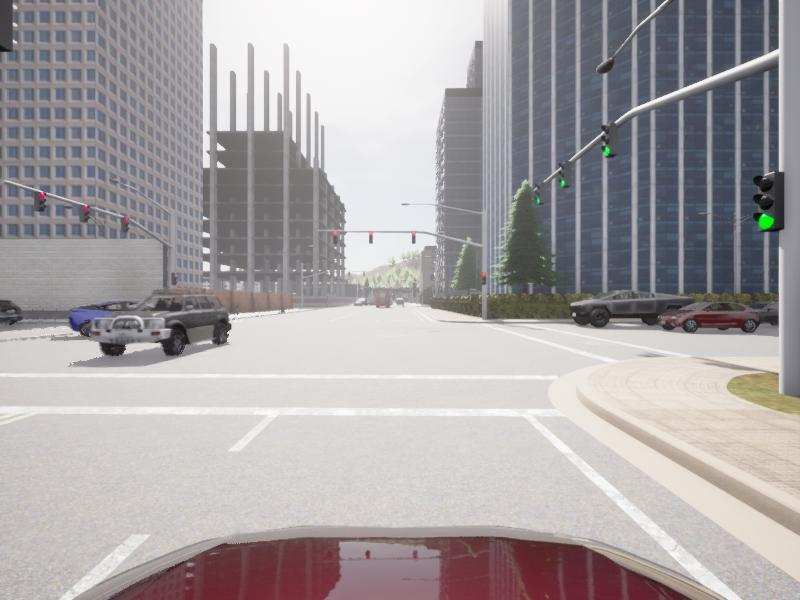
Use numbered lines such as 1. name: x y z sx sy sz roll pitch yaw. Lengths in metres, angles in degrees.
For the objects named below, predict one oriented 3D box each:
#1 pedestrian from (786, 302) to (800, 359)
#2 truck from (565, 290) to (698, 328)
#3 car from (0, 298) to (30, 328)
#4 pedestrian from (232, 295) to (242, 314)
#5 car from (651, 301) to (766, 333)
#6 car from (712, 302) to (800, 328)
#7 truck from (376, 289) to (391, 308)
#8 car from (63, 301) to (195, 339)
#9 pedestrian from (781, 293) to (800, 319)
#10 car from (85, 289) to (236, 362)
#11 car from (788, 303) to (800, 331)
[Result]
1. pedestrian: 9.581 0.709 9.183 0.751 1.300 0.751 0 0 16
2. truck: 13.109 0.486 22.974 6.274 2.098 2.390 0 0 0
3. car: -24.722 0.721 23.088 4.856 1.649 2.033 0 0 0
4. pedestrian: -16.217 0.483 39.800 0.751 1.860 0.751 0 0 -4
5. car: 14.897 0.798 19.469 4.193 1.474 1.816 0 0 0
6. car: 20.969 0.813 22.955 4.674 1.442 1.812 0 0 0
7. truck: -3.481 -0.329 85.360 2.891 3.827 8.468 0 0 0
8. car: -11.732 0.796 17.725 4.514 1.525 2.007 0 0 -20
9. pedestrian: 27.814 0.428 28.464 0.751 1.860 0.751 0 0 -4
10. car: -7.000 0.615 12.419 1.932 1.855 4.605 0 1 0
11. car: 21.897 0.851 19.462 4.181 1.385 1.994 0 0 -1
